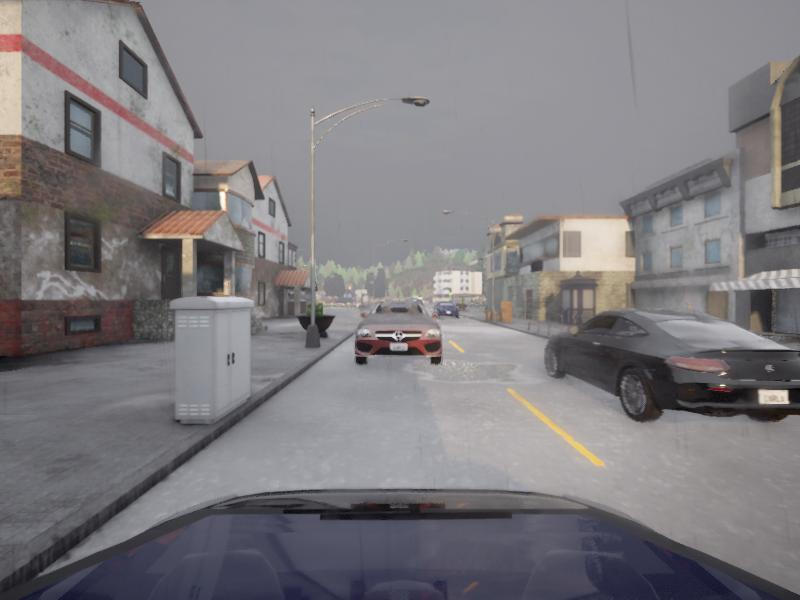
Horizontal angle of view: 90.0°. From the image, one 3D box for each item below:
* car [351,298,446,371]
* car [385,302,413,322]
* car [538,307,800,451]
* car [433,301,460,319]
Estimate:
[{"bbox_3d":[-0.029,0.771,11.558,2.152,1.651,5.027,0,0,0],"label":"car"},{"bbox_3d":[-0.069,0.868,31.447,2.033,1.411,5.357,0,0,0],"label":"car"},{"bbox_3d":[3.961,0.864,6.538,1.812,1.442,4.674,0,0,0],"label":"car"},{"bbox_3d":[3.930,0.840,34.591,1.812,1.442,4.674,0,0,0],"label":"car"}]
